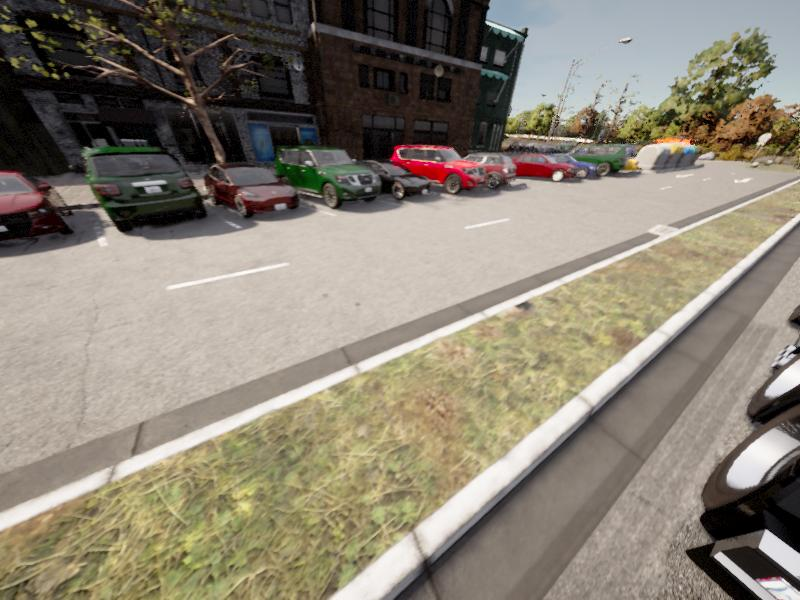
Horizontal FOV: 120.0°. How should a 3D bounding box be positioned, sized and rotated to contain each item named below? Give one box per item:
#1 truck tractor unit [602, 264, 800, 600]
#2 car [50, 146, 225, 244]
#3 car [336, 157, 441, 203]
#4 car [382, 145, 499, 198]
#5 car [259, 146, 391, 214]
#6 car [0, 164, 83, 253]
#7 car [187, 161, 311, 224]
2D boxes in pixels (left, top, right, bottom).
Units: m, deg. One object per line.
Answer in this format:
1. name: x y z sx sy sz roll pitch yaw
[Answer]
1. truck tractor unit: 5.114 -0.293 0.788 6.516 4.208 3.053 -18 39 -24
2. car: -8.555 -3.802 7.584 5.566 2.045 2.435 25 42 32
3. car: -0.689 -6.076 11.439 4.792 1.488 2.163 25 41 32
4. car: 1.920 -7.151 12.523 5.566 2.045 2.435 25 41 32
5. car: -3.294 -5.469 10.042 5.566 2.045 2.435 25 41 32
6. car: -11.135 -2.747 6.476 5.008 1.535 2.097 25 41 32
7. car: -5.900 -4.394 8.957 4.792 1.488 2.163 25 41 32
